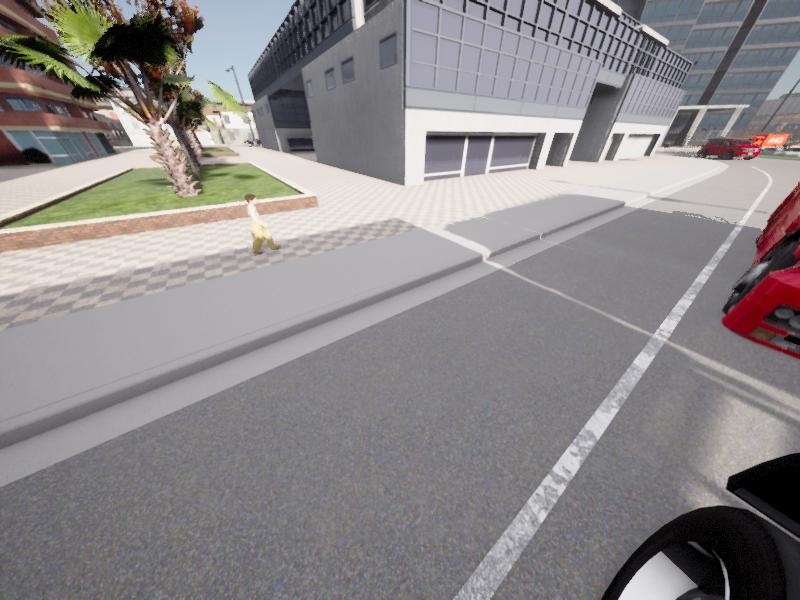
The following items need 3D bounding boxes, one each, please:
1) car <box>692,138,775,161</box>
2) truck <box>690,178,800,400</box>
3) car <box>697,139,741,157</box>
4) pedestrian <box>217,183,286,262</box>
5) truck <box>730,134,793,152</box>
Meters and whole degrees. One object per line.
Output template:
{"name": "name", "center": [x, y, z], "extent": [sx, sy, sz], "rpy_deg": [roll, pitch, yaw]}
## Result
{"name": "car", "center": [37.770, -17.347, 26.540], "extent": [2.150, 2.045, 5.566], "rpy_deg": [7, 36, 10]}
{"name": "truck", "center": [8.003, -1.633, 2.864], "extent": [8.468, 3.827, 2.891], "rpy_deg": [-22, 41, -28]}
{"name": "car", "center": [43.511, -20.893, 31.674], "extent": [1.905, 1.878, 3.866], "rpy_deg": [18, 39, 25]}
{"name": "pedestrian", "center": [-2.984, -1.598, 4.757], "extent": [0.751, 1.300, 0.751], "rpy_deg": [-17, 38, -22]}
{"name": "truck", "center": [61.604, -26.869, 39.541], "extent": [5.204, 2.467, 2.627], "rpy_deg": [0, 35, 1]}
